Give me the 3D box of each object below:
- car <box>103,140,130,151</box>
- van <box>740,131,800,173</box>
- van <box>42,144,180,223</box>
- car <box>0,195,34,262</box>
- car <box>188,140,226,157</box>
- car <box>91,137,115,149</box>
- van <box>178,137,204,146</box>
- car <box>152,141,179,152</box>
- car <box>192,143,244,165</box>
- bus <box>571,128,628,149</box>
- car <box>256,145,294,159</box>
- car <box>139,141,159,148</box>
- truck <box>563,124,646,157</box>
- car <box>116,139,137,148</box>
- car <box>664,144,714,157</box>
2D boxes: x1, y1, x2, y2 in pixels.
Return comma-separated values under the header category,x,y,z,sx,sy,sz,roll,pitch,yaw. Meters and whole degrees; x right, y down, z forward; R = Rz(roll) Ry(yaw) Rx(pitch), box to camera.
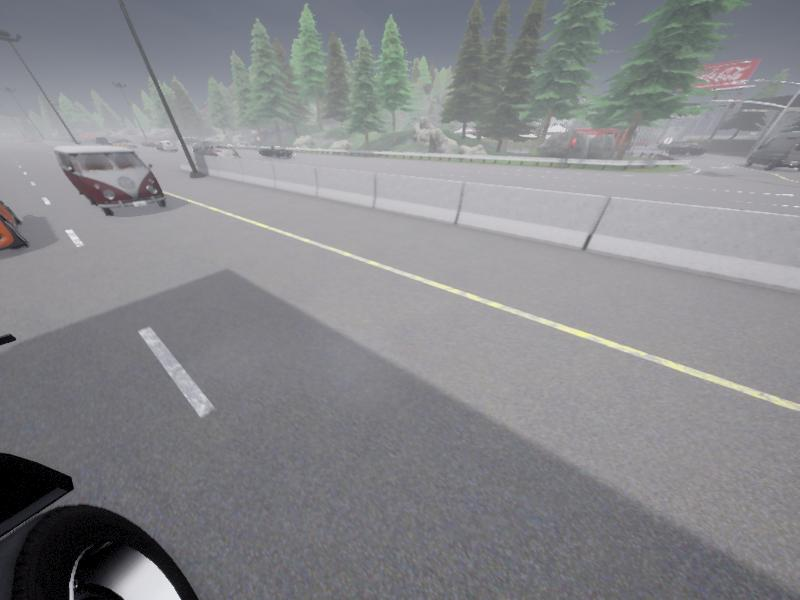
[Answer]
category,x,y,z,sx,sy,sz,roll,pitch,yaw
car,-53.358,-29.166,43.464,5.366,1.575,1.801,22,41,28
van,31.607,-12.137,18.839,1.988,2.561,5.915,22,41,28
van,-10.372,-4.380,8.309,4.442,1.987,1.775,22,41,28
car,-10.840,-2.028,5.135,4.553,1.767,2.097,22,41,28
car,-26.347,-20.691,31.465,4.553,1.767,2.097,22,41,28
car,-62.462,-33.002,48.550,3.866,1.878,1.905,22,41,28
van,-56.837,-43.167,62.860,2.069,2.038,4.480,21,40,27
car,-39.775,-26.048,39.223,3.806,1.475,1.970,22,41,28
car,-18.612,-14.993,23.602,5.027,1.651,2.152,22,41,28
bus,51.833,-42.292,60.606,10.273,4.253,3.944,22,41,28
car,-15.754,-18.621,29.053,4.718,1.301,1.895,22,41,28
car,-57.472,-35.663,52.855,4.718,1.301,1.895,22,41,28
truck,30.715,-24.337,35.349,8.468,3.827,2.891,23,41,29
car,-60.488,-34.522,51.017,3.988,1.617,1.851,22,41,28
car,41.874,-21.707,33.515,5.008,1.535,1.882,-7,36,-10
